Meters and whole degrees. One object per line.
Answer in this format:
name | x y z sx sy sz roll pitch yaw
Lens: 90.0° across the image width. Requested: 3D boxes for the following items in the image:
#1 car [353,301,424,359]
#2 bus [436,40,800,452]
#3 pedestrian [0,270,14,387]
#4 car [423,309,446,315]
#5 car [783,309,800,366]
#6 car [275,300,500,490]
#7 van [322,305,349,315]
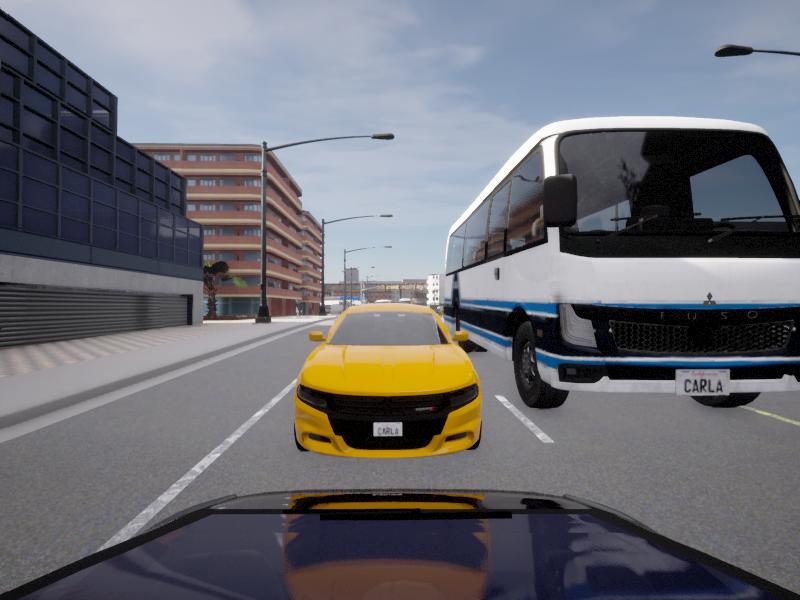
car | -0.325 0.768 12.619 1.812 1.442 4.674 0 1 -1
bus | 3.384 -0.601 9.306 3.944 4.253 10.273 0 1 -1
pedestrian | -6.720 0.449 6.204 0.751 1.860 0.751 0 -1 -14
car | 8.419 2.861 97.929 5.357 1.411 2.033 0 -1 -24
car | 10.311 0.900 7.380 1.895 1.301 4.718 0 1 -1
car | -0.158 0.790 5.854 1.882 1.535 5.008 0 1 -1
van | -15.977 2.370 98.830 6.366 2.431 2.351 0 -1 -2
